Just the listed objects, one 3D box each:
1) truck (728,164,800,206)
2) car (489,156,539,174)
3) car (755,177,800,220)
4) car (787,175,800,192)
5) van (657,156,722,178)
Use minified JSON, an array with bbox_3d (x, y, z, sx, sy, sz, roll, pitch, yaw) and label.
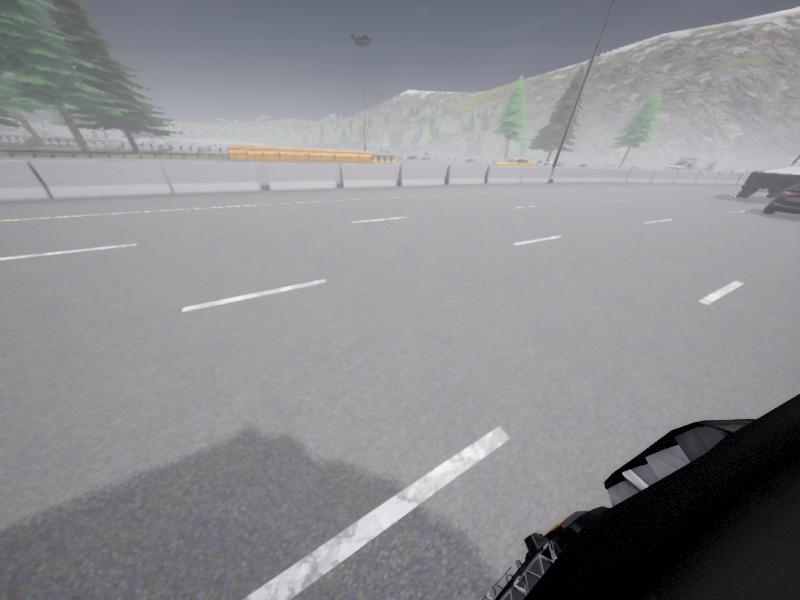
[{"bbox_3d":[26.814,-7.902,15.806,6.274,2.098,2.390,-8,35,-16],"label":"truck"},{"bbox_3d":[13.398,-15.927,27.230,5.008,1.535,1.882,-9,35,-18],"label":"car"},{"bbox_3d":[21.120,-4.982,11.413,4.611,1.667,2.242,-9,35,-17],"label":"car"},{"bbox_3d":[41.915,-11.399,22.540,4.611,1.667,2.242,-4,34,-10],"label":"car"},{"bbox_3d":[42.553,-19.557,34.048,6.366,2.431,2.351,-3,34,-9],"label":"van"}]
